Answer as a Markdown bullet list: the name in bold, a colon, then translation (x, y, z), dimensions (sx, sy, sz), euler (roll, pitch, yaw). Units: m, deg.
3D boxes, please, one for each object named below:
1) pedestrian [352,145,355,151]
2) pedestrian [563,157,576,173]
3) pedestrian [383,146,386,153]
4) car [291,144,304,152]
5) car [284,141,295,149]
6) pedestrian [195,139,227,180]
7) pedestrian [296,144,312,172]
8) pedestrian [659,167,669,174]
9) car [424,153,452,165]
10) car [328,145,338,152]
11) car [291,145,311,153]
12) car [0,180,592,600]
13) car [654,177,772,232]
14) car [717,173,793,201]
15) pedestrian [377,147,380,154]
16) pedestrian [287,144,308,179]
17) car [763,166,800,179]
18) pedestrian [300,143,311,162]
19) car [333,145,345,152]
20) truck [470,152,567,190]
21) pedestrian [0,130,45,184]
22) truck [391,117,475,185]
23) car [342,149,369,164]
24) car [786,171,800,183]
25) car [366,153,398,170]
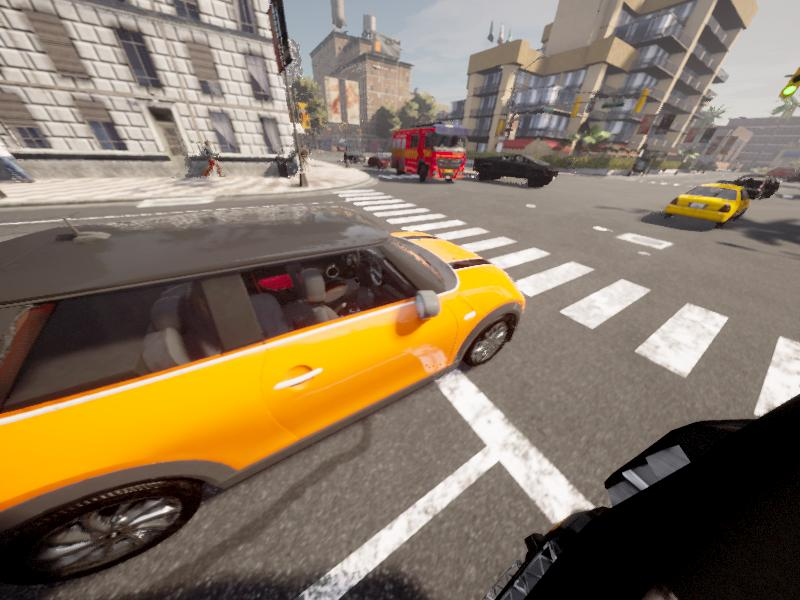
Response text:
- **pedestrian**: translation (-16.235, -53.461, 81.155), dimensions (0.751, 1.860, 0.751), euler (-17, 38, -27)
- **pedestrian**: translation (22.763, -18.155, 31.046), dimensions (0.751, 1.860, 0.751), euler (23, 38, 27)
- **pedestrian**: translation (-5.026, -49.939, 76.724), dimensions (0.751, 1.860, 0.751), euler (-17, 39, -28)
- **car**: translation (-25.692, -38.077, 57.876), dimensions (1.882, 1.535, 5.008), euler (-17, 38, -27)
- **car**: translation (-37.946, -53.373, 79.493), dimensions (2.150, 2.045, 5.566), euler (-17, 38, -27)
- **pedestrian**: translation (-10.461, -7.792, 12.866), dimensions (0.751, 1.860, 0.751), euler (-13, 37, -22)
- **pedestrian**: translation (-7.578, -11.242, 18.283), dimensions (0.751, 1.860, 0.751), euler (-16, 38, -26)
- **pedestrian**: translation (45.041, -22.089, 39.384), dimensions (0.500, 1.100, 0.500), euler (-15, 37, -25)
- **car**: translation (6.371, -23.994, 39.210), dimensions (1.837, 1.490, 4.892), euler (-17, 38, -27)
- **car**: translation (-19.671, -44.304, 67.678), dimensions (1.801, 1.575, 5.366), euler (-10, 36, -18)
- **car**: translation (-22.581, -34.557, 52.876), dimensions (3.806, 1.475, 1.970), euler (-2, 34, -7)
- **car**: translation (-0.683, -0.088, 2.409), dimensions (4.553, 1.767, 2.097), euler (-17, 38, -27)
- **car**: translation (13.735, -4.337, 10.116), dimensions (5.366, 1.575, 1.801), euler (-17, 38, -27)
- **car**: translation (27.175, -8.711, 17.722), dimensions (3.988, 1.617, 1.851), euler (-11, 36, -21)
- **pedestrian**: translation (-6.670, -45.715, 70.515), dimensions (0.751, 1.860, 0.751), euler (-6, 35, -13)
- **pedestrian**: translation (-6.490, -8.785, 14.670), dimensions (0.751, 1.860, 0.751), euler (-17, 38, -27)
- **car**: translation (82.813, -27.742, 50.298), dimensions (2.150, 2.045, 5.566), euler (26, 40, 30)
- **pedestrian**: translation (-11.296, -17.617, 27.590), dimensions (0.751, 1.860, 0.751), euler (-16, 38, -26)
- **car**: translation (-19.306, -47.938, 73.136), dimensions (2.152, 1.651, 5.027), euler (-17, 38, -27)
- **truck**: translation (9.285, -10.663, 18.826), dimensions (2.390, 2.098, 6.274), euler (-27, 44, -37)
- **pedestrian**: translation (-16.196, -5.846, 9.492), dimensions (0.751, 1.860, 0.751), euler (-12, 36, -21)
- **truck**: translation (2.030, -12.377, 19.281), dimensions (2.891, 3.827, 8.468), euler (-10, 36, -19)
- **car**: translation (-6.302, -20.016, 32.239), dimensions (1.837, 1.490, 4.892), euler (-17, 38, -27)
- **car**: translation (67.411, -20.599, 38.713), dimensions (4.611, 1.667, 2.242), euler (-20, 40, -30)
- **car**: translation (-2.165, -16.120, 26.810), dimensions (1.994, 1.385, 4.181), euler (-16, 38, -26)
